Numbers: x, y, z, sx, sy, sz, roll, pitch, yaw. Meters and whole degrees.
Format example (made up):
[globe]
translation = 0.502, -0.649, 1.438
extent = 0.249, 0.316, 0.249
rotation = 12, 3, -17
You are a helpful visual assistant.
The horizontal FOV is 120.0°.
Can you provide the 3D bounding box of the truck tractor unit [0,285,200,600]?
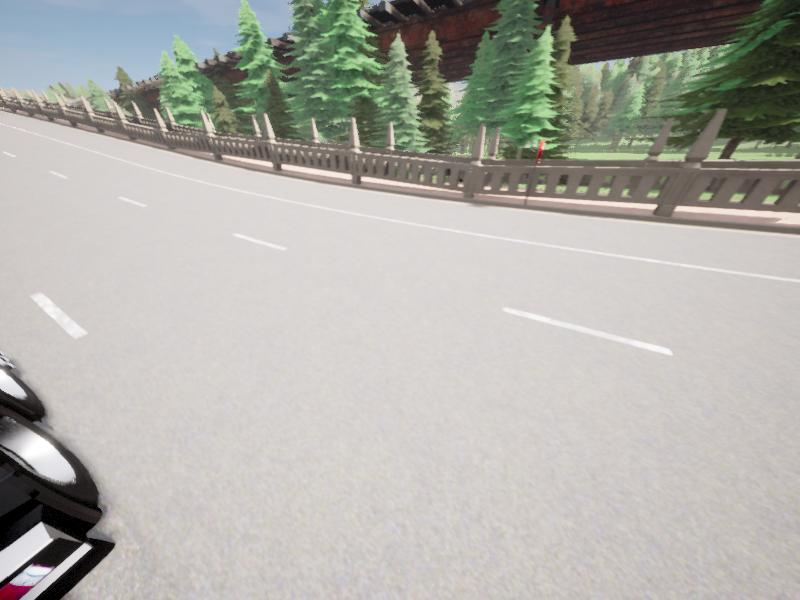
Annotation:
[truck tractor unit]
translation = -5.126, -0.290, 0.704
extent = 6.516, 4.208, 3.053
rotation = 18, 39, 22
